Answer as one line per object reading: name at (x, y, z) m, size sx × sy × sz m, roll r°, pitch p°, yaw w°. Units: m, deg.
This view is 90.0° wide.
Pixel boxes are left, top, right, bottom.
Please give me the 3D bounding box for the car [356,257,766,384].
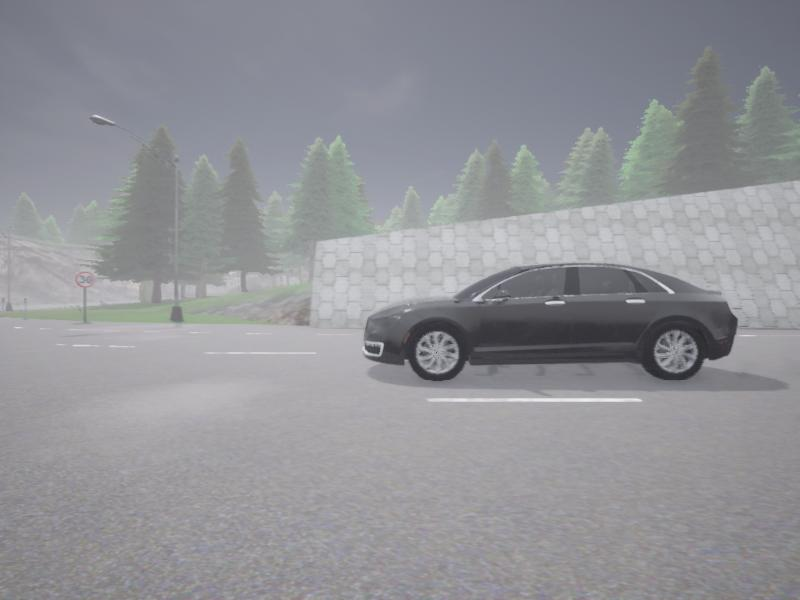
car at (1.924, 0.243, 5.698) m, size 4.892 × 1.490 × 1.837 m, roll 0°, pitch 0°, yaw 0°
